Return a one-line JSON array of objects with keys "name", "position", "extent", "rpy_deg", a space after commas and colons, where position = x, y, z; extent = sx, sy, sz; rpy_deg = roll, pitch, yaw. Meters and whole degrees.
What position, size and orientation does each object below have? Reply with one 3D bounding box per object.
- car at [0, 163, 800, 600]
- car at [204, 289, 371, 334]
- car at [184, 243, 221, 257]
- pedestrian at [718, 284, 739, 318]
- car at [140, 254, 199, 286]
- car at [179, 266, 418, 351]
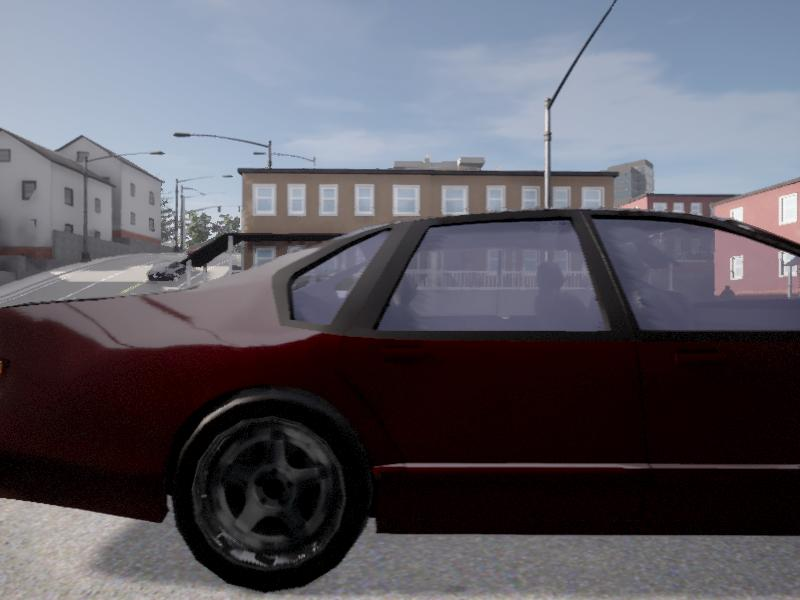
[{"name": "car", "position": [0.896, 0.295, 2.217], "extent": [5.357, 1.411, 2.033], "rpy_deg": [0, 0, 0]}, {"name": "car", "position": [-3.353, 0.340, 12.597], "extent": [4.718, 1.301, 1.895], "rpy_deg": [0, 0, 1]}, {"name": "car", "position": [-22.852, -5.902, 46.565], "extent": [2.007, 1.525, 4.514], "rpy_deg": [0, 8, 0]}, {"name": "pedestrian", "position": [18.526, 0.042, 22.573], "extent": [0.751, 1.860, 0.751], "rpy_deg": [0, 0, 25]}, {"name": "car", "position": [-19.197, -2.609, 33.629], "extent": [2.163, 1.488, 4.792], "rpy_deg": [0, 19, -1]}, {"name": "car", "position": [-2.080, 0.170, 9.199], "extent": [4.856, 1.649, 2.033], "rpy_deg": [-1, 0, 0]}]
